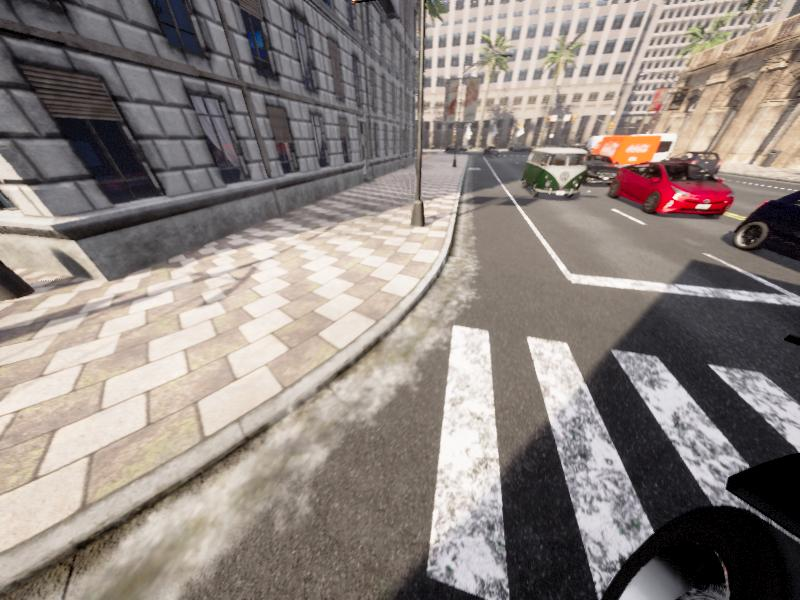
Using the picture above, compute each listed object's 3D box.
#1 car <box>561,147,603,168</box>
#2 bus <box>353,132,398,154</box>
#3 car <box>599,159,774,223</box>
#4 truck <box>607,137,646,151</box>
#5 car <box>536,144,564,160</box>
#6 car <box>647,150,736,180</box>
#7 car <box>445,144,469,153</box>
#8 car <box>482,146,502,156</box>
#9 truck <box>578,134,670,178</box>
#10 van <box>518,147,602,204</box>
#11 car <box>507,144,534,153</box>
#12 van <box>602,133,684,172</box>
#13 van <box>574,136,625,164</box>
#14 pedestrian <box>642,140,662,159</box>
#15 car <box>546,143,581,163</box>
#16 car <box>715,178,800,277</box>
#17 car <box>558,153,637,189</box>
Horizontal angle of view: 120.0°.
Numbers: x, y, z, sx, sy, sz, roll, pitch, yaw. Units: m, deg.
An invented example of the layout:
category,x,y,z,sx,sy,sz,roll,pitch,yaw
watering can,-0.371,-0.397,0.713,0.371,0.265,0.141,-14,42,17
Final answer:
category,x,y,z,sx,sy,sz,roll,pitch,yaw
car,18.467,-14.676,23.675,1.851,1.617,3.988,8,35,12
bus,-5.803,-38.603,56.963,10.273,4.253,3.944,1,34,3
car,10.293,-4.493,9.046,2.007,1.525,4.514,7,35,12
truck,50.395,-34.801,51.561,5.204,2.467,2.627,8,35,13
car,21.540,-21.521,33.450,2.097,1.767,4.553,8,35,13
car,19.634,-9.325,15.880,1.845,1.501,3.633,8,35,12
car,13.297,-35.453,54.190,5.238,1.638,1.930,8,35,13
car,16.822,-27.369,42.442,1.812,1.442,4.674,0,34,1
truck,16.707,-11.206,17.875,2.627,2.467,5.204,8,35,12
van,7.404,-6.276,11.323,1.775,1.987,4.442,7,35,12
car,26.674,-33.543,51.230,4.902,1.511,2.128,8,35,13
van,21.253,-13.303,20.768,1.988,2.561,5.915,8,35,12
van,23.367,-17.907,27.455,1.988,2.561,5.915,8,35,12
pedestrian,31.041,-18.542,28.478,0.751,1.860,0.751,9,36,15
car,20.043,-18.231,28.597,1.932,1.855,4.605,8,35,12
car,8.773,-1.053,4.045,1.845,1.501,3.633,7,35,12
car,11.952,-8.230,14.503,1.837,1.490,4.892,8,35,12
